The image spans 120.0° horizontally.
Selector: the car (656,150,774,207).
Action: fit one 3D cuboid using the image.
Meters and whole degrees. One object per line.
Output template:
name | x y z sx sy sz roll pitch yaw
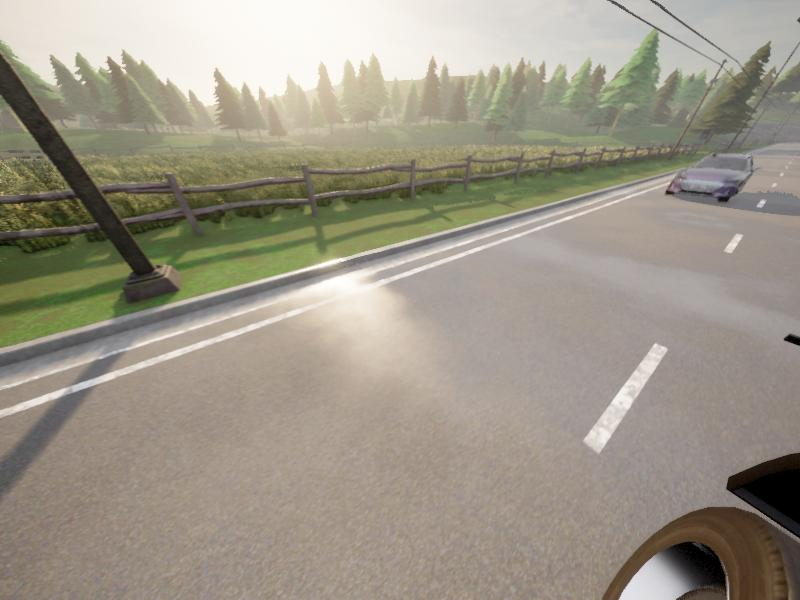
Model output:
car | 13.982 -5.546 10.247 4.856 1.649 2.033 -22 41 -28
